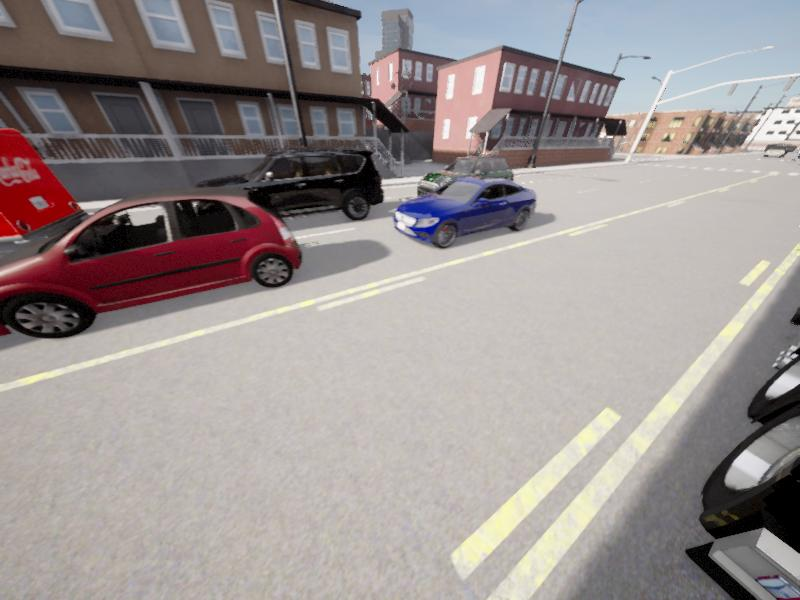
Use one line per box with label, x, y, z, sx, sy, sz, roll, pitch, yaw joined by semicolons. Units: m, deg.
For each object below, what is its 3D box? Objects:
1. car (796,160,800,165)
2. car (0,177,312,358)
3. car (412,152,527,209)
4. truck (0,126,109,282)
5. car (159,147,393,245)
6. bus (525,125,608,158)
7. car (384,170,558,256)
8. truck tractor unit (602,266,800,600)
car;51.084;-16.681;26.888;4.553;1.767;2.097;6;35;8
car;-3.891;-0.912;3.877;3.988;1.617;1.851;-18;39;-24
car;3.052;-5.536;10.426;4.553;1.767;2.097;-18;39;-24
truck;-9.980;-1.520;3.940;5.204;2.467;2.627;-17;38;-23
car;-3.209;-3.602;7.365;5.566;2.045;2.150;-18;39;-24
bus;28.175;-27.547;40.155;3.944;4.253;10.273;-18;39;-24
car;2.065;-2.764;6.737;4.674;1.442;1.812;-18;39;-24
truck tractor unit;5.115;-0.297;0.779;6.516;4.208;3.053;-18;39;-24
